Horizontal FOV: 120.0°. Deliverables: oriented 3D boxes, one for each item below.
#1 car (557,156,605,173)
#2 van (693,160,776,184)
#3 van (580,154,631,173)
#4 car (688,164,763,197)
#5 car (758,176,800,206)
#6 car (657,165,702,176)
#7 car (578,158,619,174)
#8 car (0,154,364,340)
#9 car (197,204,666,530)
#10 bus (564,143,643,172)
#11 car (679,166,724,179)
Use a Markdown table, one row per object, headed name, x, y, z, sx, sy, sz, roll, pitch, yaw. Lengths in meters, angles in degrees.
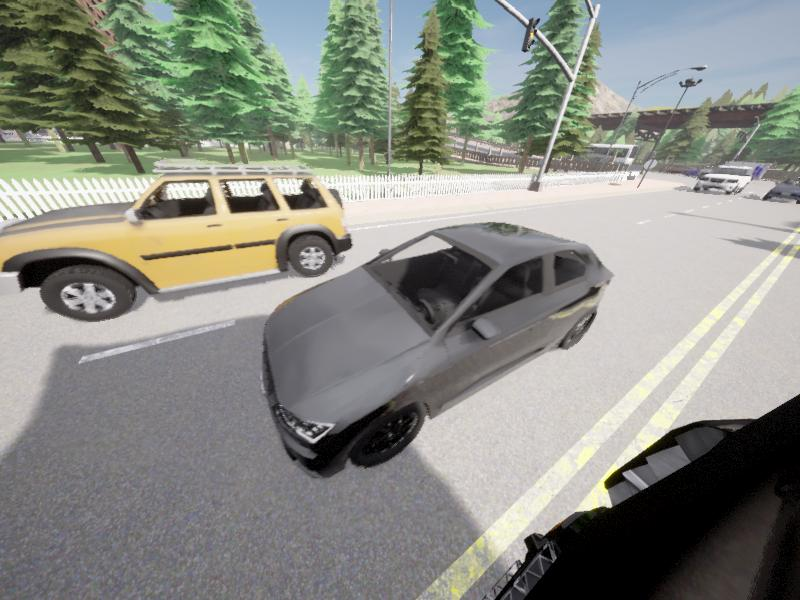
| name | x | y | z | sx | sy | sz | roll | pitch | yaw |
| --- | --- | --- | --- | --- | --- | --- | --- | --- | --- |
| car | 29.620 | -22.353 | 38.047 | 2.150 | 2.045 | 5.566 | -17 | 39 | -27 |
| van | 49.132 | -19.037 | 34.212 | 2.351 | 2.431 | 6.366 | -18 | 39 | -28 |
| van | 35.933 | -24.051 | 40.649 | 1.988 | 2.561 | 5.915 | -17 | 38 | -27 |
| car | 27.353 | -10.091 | 19.408 | 5.566 | 2.045 | 2.150 | -16 | 38 | -26 |
| car | 28.239 | -7.906 | 16.628 | 3.705 | 1.549 | 1.789 | -16 | 38 | -26 |
| car | 51.389 | -23.942 | 42.634 | 2.163 | 1.488 | 4.792 | -17 | 38 | -27 |
| car | 33.239 | -22.606 | 38.843 | 1.932 | 1.855 | 4.605 | -17 | 41 | -27 |
| car | -3.187 | -1.332 | 4.015 | 4.605 | 1.855 | 1.932 | -16 | 38 | -26 |
| car | 0.673 | -0.029 | 2.713 | 4.193 | 1.474 | 1.816 | -16 | 38 | -26 |
| bus | 39.815 | -28.444 | 45.964 | 3.944 | 4.253 | 10.273 | -17 | 39 | -27 |
| car | 50.252 | -21.320 | 38.603 | 1.816 | 1.474 | 4.193 | -17 | 38 | -27 |
